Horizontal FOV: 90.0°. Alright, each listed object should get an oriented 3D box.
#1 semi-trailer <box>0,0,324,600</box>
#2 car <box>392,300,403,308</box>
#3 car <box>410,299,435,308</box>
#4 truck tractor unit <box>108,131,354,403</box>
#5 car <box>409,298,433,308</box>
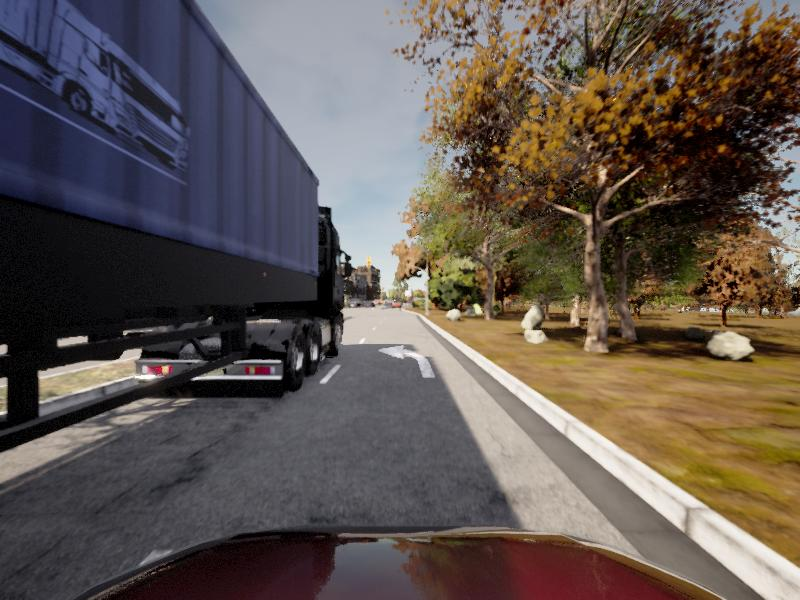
[{"bbox_3d":[-2.998,-0.618,1.538,2.717,4.402,14.254,0,0,0],"label":"semi-trailer"},{"bbox_3d":[-0.470,0.841,79.834,1.851,1.617,3.988,0,0,6],"label":"car"},{"bbox_3d":[4.649,0.748,82.903,4.553,1.767,2.185,1,0,-14],"label":"car"},{"bbox_3d":[-2.996,-0.512,9.456,3.053,4.208,6.516,0,0,0],"label":"truck tractor unit"},{"bbox_3d":[4.266,0.639,79.934,4.442,1.987,1.878,1,0,-14],"label":"car"}]
